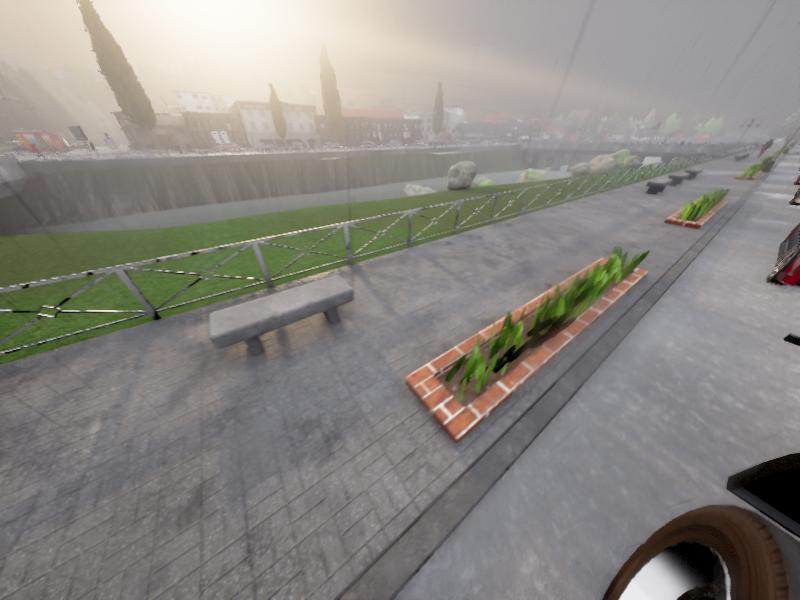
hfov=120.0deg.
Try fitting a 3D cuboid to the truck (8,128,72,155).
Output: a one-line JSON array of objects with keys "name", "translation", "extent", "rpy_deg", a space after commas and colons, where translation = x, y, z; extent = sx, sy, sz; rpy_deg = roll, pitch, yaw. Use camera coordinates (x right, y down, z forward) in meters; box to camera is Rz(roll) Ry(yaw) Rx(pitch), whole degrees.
[{"name": "truck", "translation": [-66.448, -29.588, 43.080], "extent": [2.891, 3.827, 8.468], "rpy_deg": [-22, 41, -28]}]

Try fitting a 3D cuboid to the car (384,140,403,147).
[{"name": "car", "translation": [-1.722, -43.045, 63.515], "extent": [4.856, 1.649, 2.033], "rpy_deg": [-22, 41, -28]}]

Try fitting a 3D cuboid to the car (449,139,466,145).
[{"name": "car", "translation": [18.768, -51.405, 75.202], "extent": [5.238, 1.638, 1.930], "rpy_deg": [-22, 41, -28]}]

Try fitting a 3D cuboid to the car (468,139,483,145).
[{"name": "car", "translation": [25.859, -54.243, 79.286], "extent": [4.892, 1.490, 1.837], "rpy_deg": [-22, 41, -28]}]

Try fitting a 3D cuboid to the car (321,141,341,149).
[{"name": "car", "translation": [-16.486, -36.949, 55.144], "extent": [3.806, 1.475, 1.970], "rpy_deg": [-22, 41, -28]}]

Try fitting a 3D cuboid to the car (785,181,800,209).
[{"name": "car", "translation": [16.961, -4.396, 8.674], "extent": [4.514, 1.525, 2.007], "rpy_deg": [-22, 41, -28]}]

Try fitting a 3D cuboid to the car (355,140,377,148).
[{"name": "car", "translation": [-8.672, -40.205, 59.552], "extent": [5.238, 1.638, 1.930], "rpy_deg": [-22, 41, -28]}]

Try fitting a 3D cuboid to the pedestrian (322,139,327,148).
[{"name": "pedestrian", "translation": [-19.528, -40.433, 59.578], "extent": [0.751, 1.860, 0.751], "rpy_deg": [-19, 39, -25]}]

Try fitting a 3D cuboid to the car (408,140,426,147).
[{"name": "car", "translation": [5.015, -45.772, 67.374], "extent": [4.974, 1.542, 2.038], "rpy_deg": [-22, 41, -28]}]

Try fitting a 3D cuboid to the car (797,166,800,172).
[{"name": "car", "translation": [31.672, -10.375, 17.072], "extent": [4.193, 1.474, 1.816], "rpy_deg": [-22, 41, -28]}]

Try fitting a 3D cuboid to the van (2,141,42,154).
[{"name": "van", "translation": [-71.573, -29.030, 43.890], "extent": [2.069, 2.038, 4.480], "rpy_deg": [-22, 41, -28]}]

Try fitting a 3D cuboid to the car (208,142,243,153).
[{"name": "car", "translation": [-33.983, -29.865, 45.120], "extent": [5.027, 1.651, 2.152], "rpy_deg": [-22, 41, -28]}]

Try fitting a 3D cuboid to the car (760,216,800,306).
[{"name": "car", "translation": [8.504, -0.882, 3.899], "extent": [4.181, 1.385, 1.994], "rpy_deg": [-22, 41, -28]}]

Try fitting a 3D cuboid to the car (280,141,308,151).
[{"name": "car", "translation": [-23.389, -34.199, 51.160], "extent": [5.238, 1.638, 1.930], "rpy_deg": [-22, 41, -28]}]

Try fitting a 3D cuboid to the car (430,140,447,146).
[{"name": "car", "translation": [11.883, -48.553, 71.306], "extent": [5.008, 1.535, 1.882], "rpy_deg": [-22, 41, -28]}]

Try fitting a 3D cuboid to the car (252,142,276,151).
[{"name": "car", "translation": [-28.407, -32.082, 48.343], "extent": [3.806, 1.475, 1.970], "rpy_deg": [-22, 41, -28]}]

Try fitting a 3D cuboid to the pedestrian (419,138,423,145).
[{"name": "pedestrian", "translation": [6.924, -51.798, 75.469], "extent": [0.751, 1.860, 0.751], "rpy_deg": [-27, 43, -33]}]

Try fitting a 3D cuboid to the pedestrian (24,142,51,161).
[{"name": "pedestrian", "translation": [-42.728, -17.522, 27.271], "extent": [0.751, 1.860, 0.751], "rpy_deg": [-22, 41, -28]}]

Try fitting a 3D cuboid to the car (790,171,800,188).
[{"name": "car", "translation": [23.062, -6.885, 12.150], "extent": [4.514, 1.525, 2.007], "rpy_deg": [-22, 41, -28]}]

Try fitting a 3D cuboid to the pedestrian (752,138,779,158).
[{"name": "pedestrian", "translation": [40.393, -16.782, 25.524], "extent": [0.751, 1.860, 0.751], "rpy_deg": [-23, 41, -28]}]
